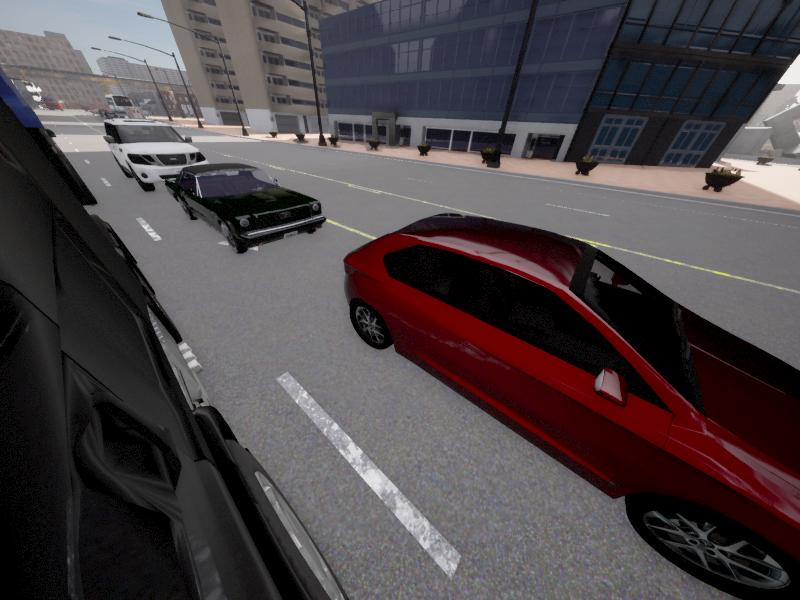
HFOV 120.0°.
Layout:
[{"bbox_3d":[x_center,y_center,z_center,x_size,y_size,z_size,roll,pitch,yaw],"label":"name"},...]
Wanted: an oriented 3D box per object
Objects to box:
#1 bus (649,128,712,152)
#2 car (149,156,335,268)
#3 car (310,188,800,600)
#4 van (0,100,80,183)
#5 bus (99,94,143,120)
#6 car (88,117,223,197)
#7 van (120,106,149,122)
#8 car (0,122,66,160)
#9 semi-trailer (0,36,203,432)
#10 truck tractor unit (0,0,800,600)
[{"bbox_3d":[70.369,-40.283,58.235,10.273,4.253,3.944,-3,38,-9],"label":"bus"},{"bbox_3d":[-3.915,-2.477,5.626,4.718,1.301,1.895,28,44,30],"label":"car"},{"bbox_3d":[1.278,0.188,2.244,4.193,1.474,1.816,28,44,30],"label":"car"},{"bbox_3d":[-16.570,-6.881,9.792,6.366,2.431,2.351,28,43,30],"label":"van"},{"bbox_3d":[-66.091,-45.761,54.698,10.273,4.253,3.944,29,44,29],"label":"bus"},{"bbox_3d":[-9.755,-5.873,9.176,5.566,2.045,2.150,28,44,30],"label":"car"},{"bbox_3d":[-57.661,-40.372,50.136,6.366,2.431,2.351,29,44,28],"label":"van"},{"bbox_3d":[-22.275,-9.523,13.725,4.902,1.511,2.128,28,44,30],"label":"car"},{"bbox_3d":[-8.755,-3.566,4.172,14.254,4.402,2.717,27,43,29],"label":"semi-trailer"},{"bbox_3d":[-2.645,-0.295,0.351,6.516,4.208,3.053,28,44,30],"label":"truck tractor unit"}]
